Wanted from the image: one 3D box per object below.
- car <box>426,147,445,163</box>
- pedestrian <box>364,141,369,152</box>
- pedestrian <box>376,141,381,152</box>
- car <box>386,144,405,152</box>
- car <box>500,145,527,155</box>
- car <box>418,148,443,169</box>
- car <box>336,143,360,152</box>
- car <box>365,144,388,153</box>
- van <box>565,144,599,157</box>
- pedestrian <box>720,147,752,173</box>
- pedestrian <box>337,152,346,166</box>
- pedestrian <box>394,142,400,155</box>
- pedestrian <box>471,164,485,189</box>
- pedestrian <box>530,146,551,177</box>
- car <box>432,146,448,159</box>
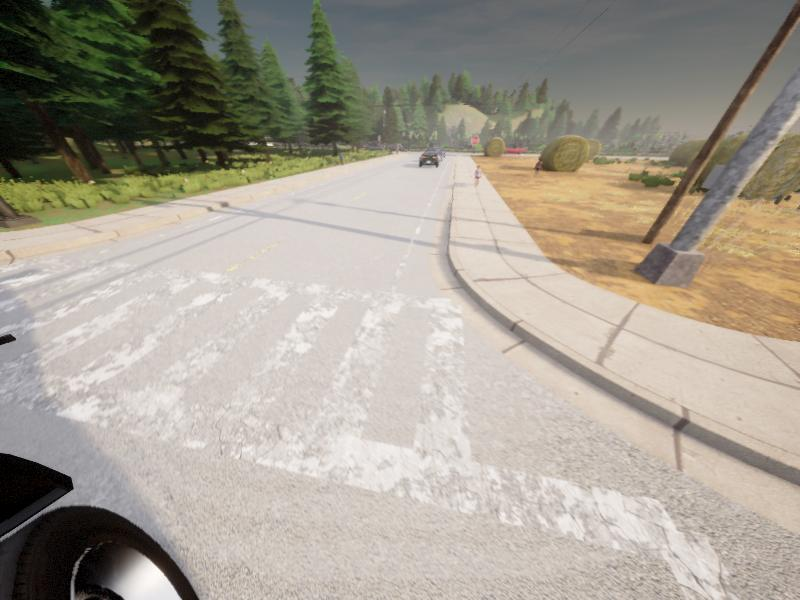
[{"bbox_3d":[4.677,-18.711,29.739,1.882,1.535,5.008,7,35,9],"label":"car"},{"bbox_3d":[-6.767,-30.978,46.558,0.751,1.860,0.751,-3,35,-6],"label":"pedestrian"},{"bbox_3d":[-4.242,-30.177,45.450,0.751,1.860,0.751,20,39,25],"label":"pedestrian"},{"bbox_3d":[-1.088,-34.067,51.760,3.806,1.475,1.970,9,36,12],"label":"car"},{"bbox_3d":[22.913,-30.309,46.738,4.514,1.525,2.007,9,36,12],"label":"car"},{"bbox_3d":[3.277,-14.936,24.277,2.038,1.542,4.974,7,35,9],"label":"car"},{"bbox_3d":[-11.414,-33.620,50.885,4.514,1.525,2.007,9,36,11],"label":"car"},{"bbox_3d":[-4.967,-32.603,49.536,4.514,1.525,2.007,10,36,13],"label":"car"},{"bbox_3d":[34.622,-28.658,44.161,4.442,1.987,1.775,9,36,12],"label":"van"},{"bbox_3d":[29.086,-12.110,20.020,0.751,1.860,0.751,-23,41,-30],"label":"pedestrian"},{"bbox_3d":[-5.468,-13.213,21.702,0.500,1.100,0.500,5,35,5],"label":"pedestrian"},{"bbox_3d":[-0.518,-25.441,38.752,0.751,1.860,0.751,9,36,12],"label":"pedestrian"},{"bbox_3d":[4.163,-6.606,12.354,0.500,1.100,0.500,10,36,13],"label":"pedestrian"},{"bbox_3d":[10.011,-9.896,16.502,0.751,1.860,0.751,16,38,21],"label":"pedestrian"},{"bbox_3d":[6.175,-22.766,35.621,2.007,1.525,4.514,7,35,9],"label":"car"}]
